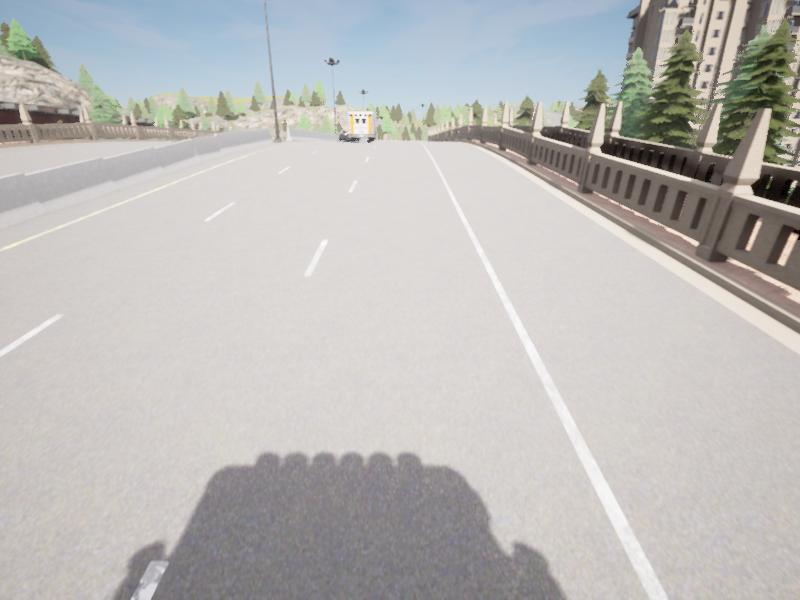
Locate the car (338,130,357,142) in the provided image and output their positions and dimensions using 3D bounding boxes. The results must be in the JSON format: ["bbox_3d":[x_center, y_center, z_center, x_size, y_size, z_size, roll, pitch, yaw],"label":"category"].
[{"bbox_3d":[-6.990,-21.854,53.402,1.970,1.475,3.806,0,21,0],"label":"car"}]

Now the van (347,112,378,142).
[{"bbox_3d":[-3.492,-16.525,38.374,2.351,2.431,6.366,0,22,0],"label":"van"}]
